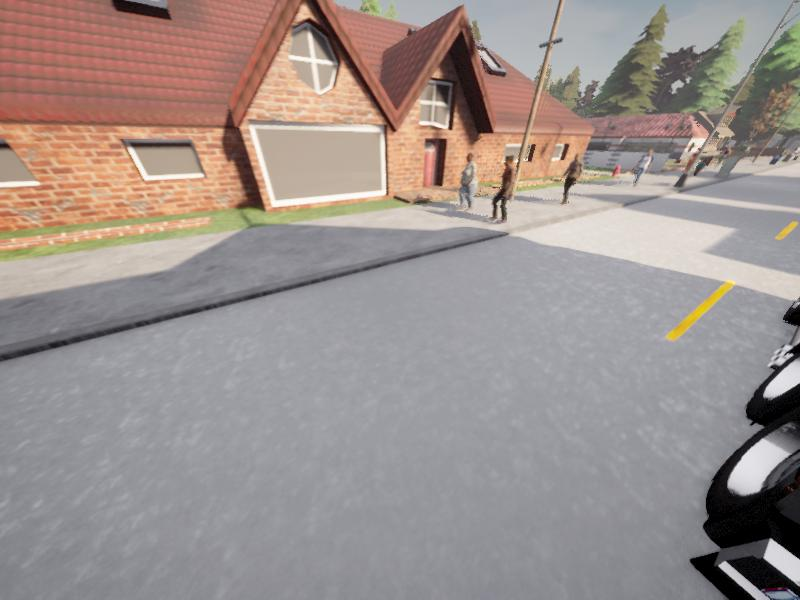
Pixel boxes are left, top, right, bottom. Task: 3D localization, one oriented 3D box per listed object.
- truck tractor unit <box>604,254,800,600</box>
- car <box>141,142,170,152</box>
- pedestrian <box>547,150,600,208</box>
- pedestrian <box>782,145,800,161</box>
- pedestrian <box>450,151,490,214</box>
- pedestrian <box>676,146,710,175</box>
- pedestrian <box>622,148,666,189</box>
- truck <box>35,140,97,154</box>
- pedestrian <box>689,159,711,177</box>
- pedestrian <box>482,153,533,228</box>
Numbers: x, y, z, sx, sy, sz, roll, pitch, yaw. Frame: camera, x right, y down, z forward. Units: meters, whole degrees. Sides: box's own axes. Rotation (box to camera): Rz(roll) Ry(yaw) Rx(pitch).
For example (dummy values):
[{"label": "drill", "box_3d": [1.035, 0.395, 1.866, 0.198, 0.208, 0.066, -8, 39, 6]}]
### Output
[{"label": "truck tractor unit", "box_3d": [5.090, -0.320, 0.813, 6.516, 4.208, 3.053, -19, 39, -25]}, {"label": "car", "box_3d": [-56.849, -35.738, 53.781, 3.866, 1.878, 1.905, -18, 39, -25]}, {"label": "pedestrian", "box_3d": [6.571, -4.612, 8.859, 0.751, 1.860, 0.751, -16, 38, -22]}, {"label": "pedestrian", "box_3d": [53.801, -20.040, 31.471, 0.751, 1.860, 0.751, 12, 37, 17]}, {"label": "pedestrian", "box_3d": [2.376, -4.077, 8.053, 0.751, 1.860, 0.751, -11, 36, -16]}, {"label": "pedestrian", "box_3d": [22.679, -10.797, 17.900, 0.751, 1.860, 0.751, -20, 40, -27]}, {"label": "pedestrian", "box_3d": [13.178, -7.115, 12.519, 0.751, 1.860, 0.751, -18, 39, -25]}, {"label": "truck", "box_3d": [-65.645, -30.293, 45.660, 6.274, 2.098, 2.390, -18, 39, -25]}, {"label": "pedestrian", "box_3d": [21.956, -9.648, 16.906, 0.500, 1.100, 0.500, -22, 40, -29]}, {"label": "pedestrian", "box_3d": [3.054, -3.171, 6.755, 0.751, 1.860, 0.751, 4, 35, 5]}]
